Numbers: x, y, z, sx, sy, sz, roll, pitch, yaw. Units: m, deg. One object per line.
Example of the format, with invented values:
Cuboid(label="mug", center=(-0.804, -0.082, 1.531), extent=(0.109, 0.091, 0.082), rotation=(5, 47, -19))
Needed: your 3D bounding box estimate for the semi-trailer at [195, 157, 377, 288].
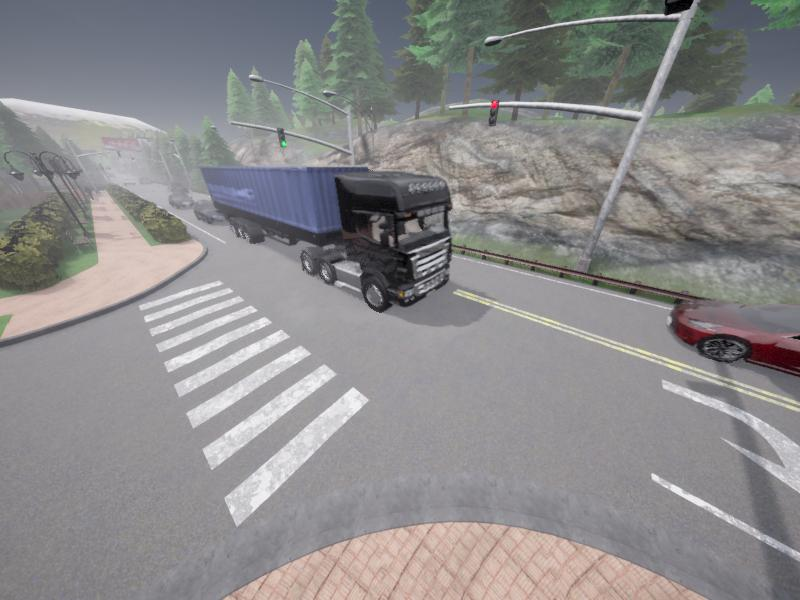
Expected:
Cuboid(label="semi-trailer", center=(-7.292, -5.325, 13.037), extent=(14.254, 4.402, 2.717), rotation=(25, 38, 35))

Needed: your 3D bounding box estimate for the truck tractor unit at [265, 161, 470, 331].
Cuboid(label="truck tractor unit", center=(-1.429, -2.572, 8.513), extent=(6.516, 4.208, 3.053), rotation=(24, 38, 36))

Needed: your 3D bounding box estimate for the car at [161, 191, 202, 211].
Cuboid(label="car", center=(-24.884, -11.297, 26.271), extent=(4.902, 1.511, 2.128), rotation=(23, 37, 34))

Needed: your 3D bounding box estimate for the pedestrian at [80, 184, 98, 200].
Cuboid(label="pedestrian", center=(-41.972, -14.550, 31.202), extent=(0.751, 1.860, 0.751), rotation=(25, 38, 36))

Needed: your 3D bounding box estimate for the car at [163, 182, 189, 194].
Cuboid(label="car", center=(-40.090, -20.114, 41.383), extent=(4.611, 1.667, 2.242), rotation=(23, 37, 34))

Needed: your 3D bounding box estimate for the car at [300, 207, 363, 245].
Cuboid(label="car", center=(-4.512, -4.986, 15.242), extent=(3.988, 1.617, 1.851), rotation=(23, 37, 34))

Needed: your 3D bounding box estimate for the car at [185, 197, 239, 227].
Cuboid(label="car", center=(-16.180, -7.653, 19.841), extent=(4.856, 1.649, 2.033), rotation=(23, 37, 34))

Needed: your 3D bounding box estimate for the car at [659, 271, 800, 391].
Cuboid(label="car", center=(9.462, 0.997, 5.006), extent=(4.792, 1.488, 2.163), rotation=(23, 37, 34))
